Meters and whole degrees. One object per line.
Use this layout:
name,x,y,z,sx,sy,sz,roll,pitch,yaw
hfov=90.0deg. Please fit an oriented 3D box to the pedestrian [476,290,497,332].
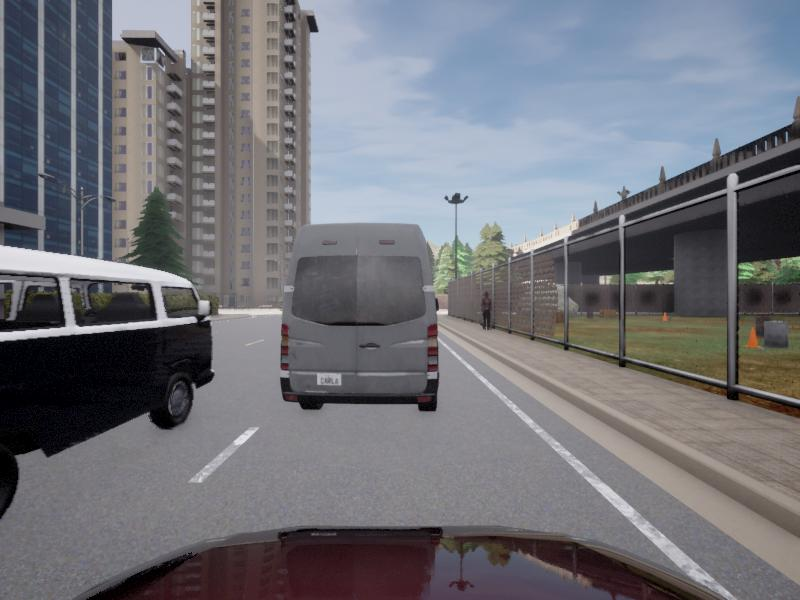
pedestrian,3.951,0.485,18.229,0.751,1.860,0.751,0,0,-4

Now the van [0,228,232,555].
van,-3.545,0.571,3.797,2.069,2.038,4.480,0,0,-1

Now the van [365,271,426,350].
van,-0.179,0.323,15.946,1.988,2.561,5.915,0,0,-1

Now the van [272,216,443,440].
van,-0.353,0.322,7.571,1.988,2.561,5.915,0,0,3

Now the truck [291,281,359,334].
truck,-3.742,0.355,21.129,2.627,2.467,5.204,0,0,-1

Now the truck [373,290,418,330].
truck,-0.279,0.542,24.364,2.390,2.098,6.274,0,0,-1

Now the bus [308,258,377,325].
bus,-3.973,-0.535,30.721,3.944,4.253,10.273,0,0,-1
